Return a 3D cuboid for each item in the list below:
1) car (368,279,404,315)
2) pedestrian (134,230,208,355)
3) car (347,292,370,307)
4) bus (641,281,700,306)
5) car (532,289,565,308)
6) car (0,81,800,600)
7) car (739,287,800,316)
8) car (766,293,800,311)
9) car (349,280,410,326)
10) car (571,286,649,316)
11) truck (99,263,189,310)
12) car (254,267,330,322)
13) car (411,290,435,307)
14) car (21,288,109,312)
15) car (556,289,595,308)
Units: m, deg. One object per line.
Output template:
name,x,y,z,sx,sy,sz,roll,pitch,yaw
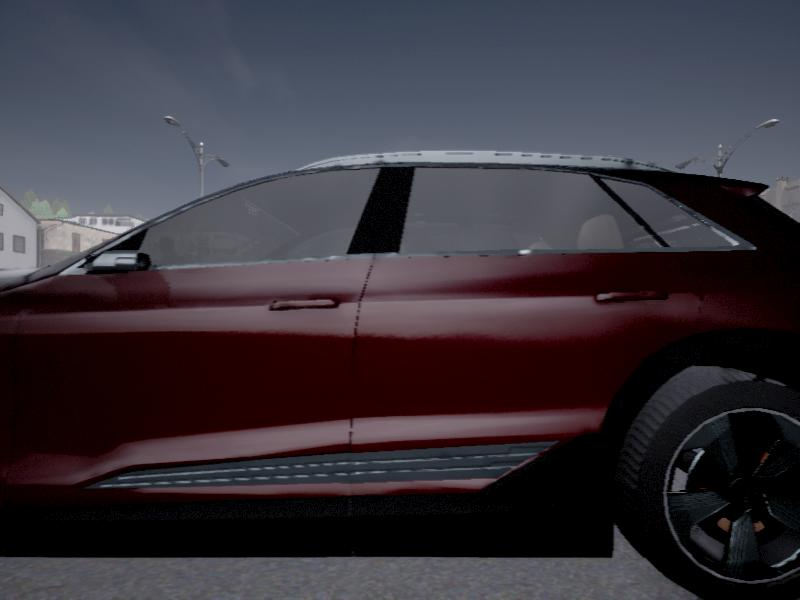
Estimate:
car,-0.751,-0.159,23.364,1.932,1.855,4.605,0,0,0
pedestrian,-3.585,-0.116,6.332,0.751,1.860,0.751,0,0,-1
car,-4.119,-0.026,40.407,1.970,1.475,3.806,0,0,0
bus,50.152,-1.123,74.776,3.944,4.253,10.273,0,0,-1
car,15.091,-0.175,40.831,1.905,1.878,3.866,0,0,0
car,-0.269,0.178,2.201,4.856,1.649,2.033,0,0,0
car,21.702,0.070,22.728,1.845,1.501,3.633,0,0,0
car,33.637,0.138,33.782,1.970,1.475,3.806,0,0,0
car,-0.669,0.104,14.886,1.970,1.475,3.806,0,0,0
car,11.709,0.045,22.718,2.007,1.523,4.514,0,0,0
truck,-23.170,-1.120,36.903,2.891,3.827,8.468,0,0,0
car,-3.997,-0.181,15.479,1.905,1.878,3.866,0,0,0
car,2.297,-0.102,40.764,2.152,1.636,5.027,0,0,0
car,-23.154,0.027,27.985,2.038,1.542,4.974,0,0,0
car,17.995,-0.154,41.258,1.932,1.855,4.605,0,0,0
